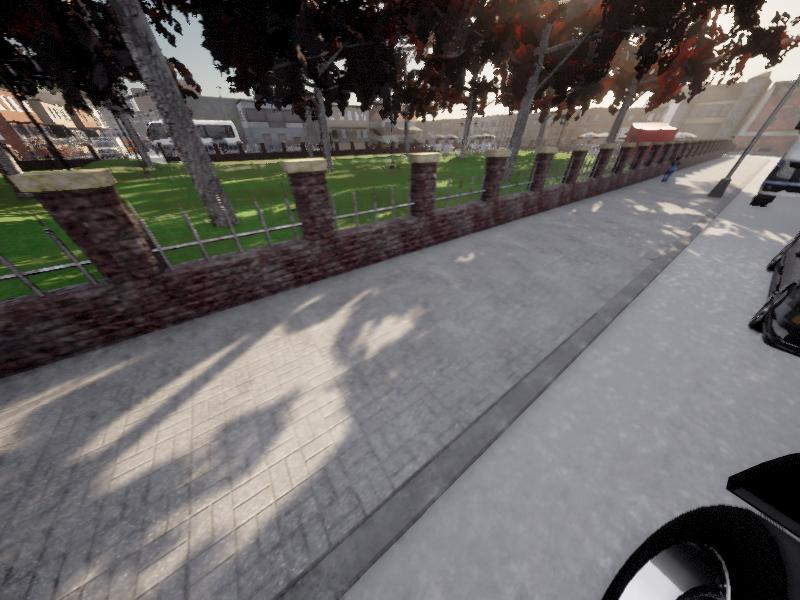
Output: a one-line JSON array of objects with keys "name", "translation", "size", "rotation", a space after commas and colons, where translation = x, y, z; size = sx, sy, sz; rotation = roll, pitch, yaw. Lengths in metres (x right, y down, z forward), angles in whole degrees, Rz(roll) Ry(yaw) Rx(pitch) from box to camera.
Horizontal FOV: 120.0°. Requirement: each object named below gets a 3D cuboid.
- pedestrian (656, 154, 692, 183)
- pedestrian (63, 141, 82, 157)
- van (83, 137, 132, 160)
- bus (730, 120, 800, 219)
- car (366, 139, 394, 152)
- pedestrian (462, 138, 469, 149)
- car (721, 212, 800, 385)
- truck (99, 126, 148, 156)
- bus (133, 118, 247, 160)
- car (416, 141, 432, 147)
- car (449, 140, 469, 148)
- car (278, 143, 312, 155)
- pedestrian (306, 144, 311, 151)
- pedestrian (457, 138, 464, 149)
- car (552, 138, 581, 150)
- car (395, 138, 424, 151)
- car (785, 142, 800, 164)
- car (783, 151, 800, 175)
[{"name": "pedestrian", "translation": [14.870, -7.189, 12.600], "size": [0.751, 1.300, 0.751], "rotation": [28, 44, 34]}, {"name": "pedestrian", "translation": [-46.827, -21.630, 33.097], "size": [0.751, 1.860, 0.751], "rotation": [28, 44, 34]}, {"name": "van", "translation": [-39.401, -20.641, 31.377], "size": [2.351, 2.431, 6.366], "rotation": [-24, 41, -29]}, {"name": "bus", "translation": [17.427, -5.866, 8.370], "size": [10.273, 4.253, 3.944], "rotation": [-22, 41, -28]}, {"name": "car", "translation": [-3.650, -28.287, 42.361], "size": [4.605, 1.855, 1.932], "rotation": [-23, 41, -28]}, {"name": "pedestrian", "translation": [13.222, -31.616, 46.703], "size": [0.751, 1.860, 0.751], "rotation": [-21, 40, -27]}, {"name": "car", "translation": [6.863, -0.324, 3.091], "size": [5.357, 1.411, 2.033], "rotation": [-22, 41, -28]}, {"name": "truck", "translation": [-47.513, -27.604, 40.092], "size": [2.891, 3.827, 8.468], "rotation": [-22, 41, -28]}, {"name": "bus", "translation": [-27.798, -22.044, 31.679], "size": [10.273, 4.253, 3.944], "rotation": [-21, 40, -27]}, {"name": "car", "translation": [7.292, -47.576, 70.336], "size": [2.128, 1.511, 4.902], "rotation": [-23, 41, -28]}, {"name": "car", "translation": [15.447, -41.174, 60.900], "size": [2.097, 1.767, 4.553], "rotation": [-23, 41, -28]}, {"name": "car", "translation": [-17.419, -25.225, 38.525], "size": [4.674, 1.442, 1.812], "rotation": [-23, 41, -28]}, {"name": "pedestrian", "translation": [-16.915, -28.261, 42.893], "size": [0.500, 1.100, 0.500], "rotation": [-2, 35, -3]}, {"name": "pedestrian", "translation": [12.130, -31.413, 46.426], "size": [0.751, 1.860, 0.751], "rotation": [-19, 39, -24]}, {"name": "car", "translation": [33.188, -31.125, 46.041], "size": [1.905, 1.878, 3.866], "rotation": [-22, 41, -28]}, {"name": "car", "translation": [1.917, -30.545, 45.363], "size": [5.566, 2.045, 2.150], "rotation": [-24, 42, -30]}, {"name": "car", "translation": [39.306, -14.015, 21.976], "size": [5.238, 1.638, 1.930], "rotation": [-26, 43, -31]}, {"name": "car", "translation": [28.710, -9.724, 15.778], "size": [3.866, 1.878, 1.905], "rotation": [-23, 41, -28]}]
